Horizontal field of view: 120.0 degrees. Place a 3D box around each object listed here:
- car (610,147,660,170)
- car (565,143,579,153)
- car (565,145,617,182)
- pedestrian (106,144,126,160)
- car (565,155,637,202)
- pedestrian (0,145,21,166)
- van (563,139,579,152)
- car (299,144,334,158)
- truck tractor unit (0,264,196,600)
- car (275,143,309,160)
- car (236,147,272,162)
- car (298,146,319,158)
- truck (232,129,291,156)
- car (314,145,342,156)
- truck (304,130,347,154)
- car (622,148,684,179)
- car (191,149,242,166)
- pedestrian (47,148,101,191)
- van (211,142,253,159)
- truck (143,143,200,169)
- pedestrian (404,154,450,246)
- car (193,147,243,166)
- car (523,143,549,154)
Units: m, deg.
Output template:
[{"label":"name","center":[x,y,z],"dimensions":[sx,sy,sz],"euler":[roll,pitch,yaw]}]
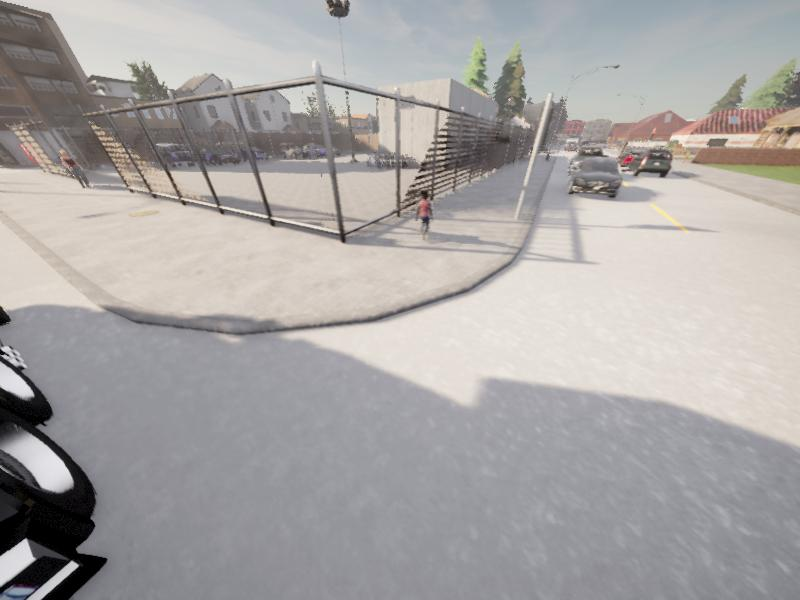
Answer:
[{"label":"car","center":[21.530,-13.173,21.406],"dimensions":[2.007,1.525,4.514],"euler":[17,38,23]},{"label":"car","center":[34.090,-30.276,45.916],"dimensions":[1.816,1.474,4.193],"euler":[18,39,24]},{"label":"car","center":[13.124,-9.712,16.199],"dimensions":[1.932,1.855,4.605],"euler":[18,39,24]},{"label":"pedestrian","center":[-38.905,-20.269,31.611],"dimensions":[0.751,1.860,0.751],"euler":[12,37,16]},{"label":"car","center":[9.753,-6.295,11.655],"dimensions":[1.837,1.490,4.892],"euler":[18,39,24]},{"label":"pedestrian","center":[-43.142,-15.785,25.206],"dimensions":[0.751,1.860,0.751],"euler":[-11,36,-15]},{"label":"van","center":[40.370,-36.713,54.653],"dimensions":[2.351,2.431,6.366],"euler":[18,39,24]},{"label":"car","center":[-12.769,-22.896,35.445],"dimensions":[4.611,1.667,2.242],"euler":[18,39,24]},{"label":"truck tractor unit","center":[-5.108,-0.303,0.786],"dimensions":[6.516,4.208,3.053],"euler":[18,39,24]},{"label":"car","center":[-15.140,-20.925,32.448],"dimensions":[3.866,1.878,1.905],"euler":[18,39,24]},{"label":"car","center":[-18.509,-18.508,29.303],"dimensions":[3.633,1.501,1.845],"euler":[18,39,24]},{"label":"car","center":[-13.308,-21.581,33.742],"dimensions":[2.207,1.379,1.481],"euler":[18,39,24]},{"label":"truck","center":[-25.017,-28.937,42.464],"dimensions":[2.891,3.827,8.468],"euler":[18,39,24]},{"label":"car","center":[-11.815,-24.623,38.036],"dimensions":[4.193,1.474,1.816],"euler":[18,39,24]},{"label":"truck","center":[-15.577,-33.636,49.134],"dimensions":[2.891,3.827,8.468],"euler":[19,39,25]},{"label":"car","center":[18.148,-10.018,16.831],"dimensions":[1.851,1.617,3.988],"euler":[18,39,25]},{"label":"car","center":[-20.498,-16.019,25.852],"dimensions":[5.357,1.415,2.033],"euler":[18,39,24]},{"label":"pedestrian","center":[-17.058,-6.836,12.127],"dimensions":[0.751,1.860,0.751],"euler":[18,39,24]},{"label":"van","center":[-25.666,-22.993,35.489],"dimensions":[2.069,2.038,4.480],"euler":[18,39,24]},{"label":"truck","center":[-22.629,-14.356,22.936],"dimensions":[4.478,2.038,2.069],"euler":[18,39,24]},{"label":"pedestrian","center":[0.615,-2.394,5.570],"dimensions":[0.751,1.860,0.751],"euler":[17,38,23]},{"label":"car","center":[-20.247,-16.145,25.906],"dimensions":[1.789,1.547,3.705],"euler":[18,39,24]},{"label":"car","center":[24.748,-27.673,42.183],"dimensions":[3.705,1.549,1.789],"euler":[9,36,13]}]
